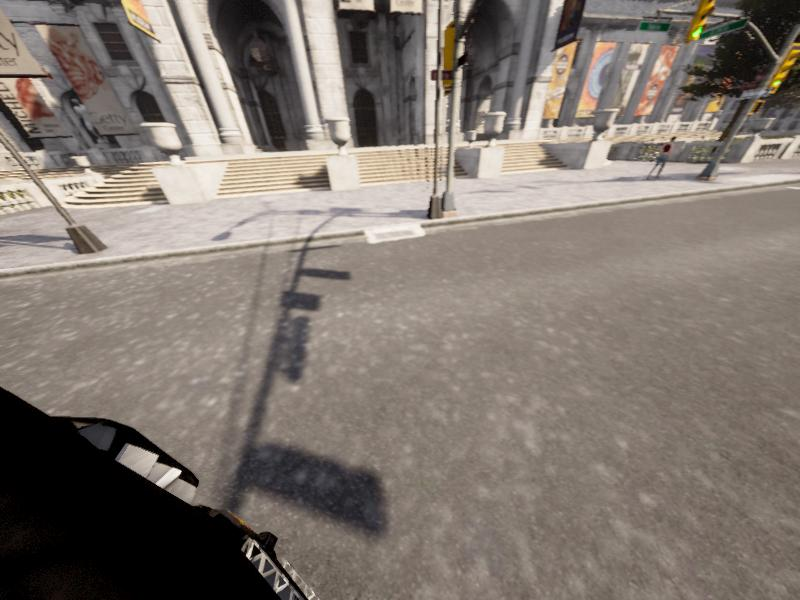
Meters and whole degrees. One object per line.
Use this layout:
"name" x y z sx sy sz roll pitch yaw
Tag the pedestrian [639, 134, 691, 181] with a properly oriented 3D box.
"pedestrian" 12.980 -6.988 11.391 0.751 1.860 0.751 -12 35 -12
